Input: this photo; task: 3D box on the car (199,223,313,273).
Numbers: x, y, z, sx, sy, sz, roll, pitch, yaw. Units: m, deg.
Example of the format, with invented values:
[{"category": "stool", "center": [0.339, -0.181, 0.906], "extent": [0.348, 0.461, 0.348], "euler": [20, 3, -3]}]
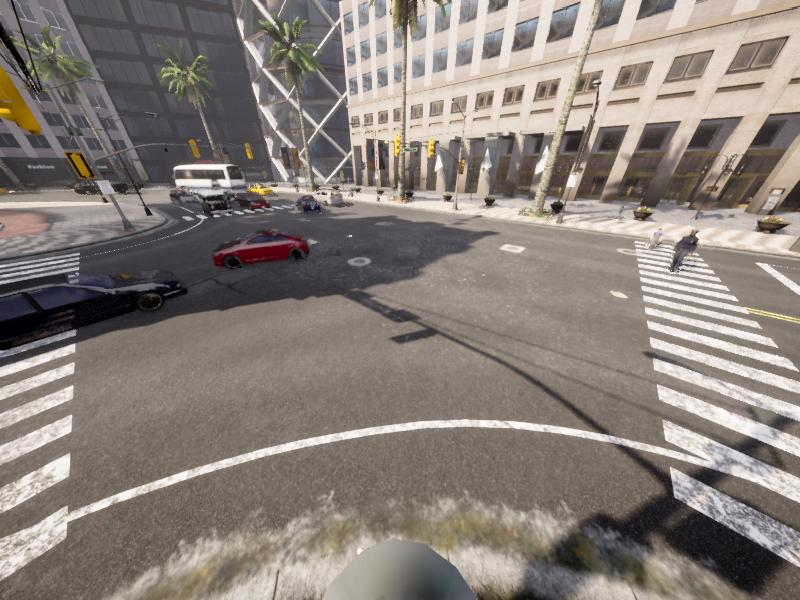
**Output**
[{"category": "car", "center": [-6.656, -2.666, 11.255], "extent": [4.181, 1.385, 1.994], "euler": [-12, 32, -21]}]

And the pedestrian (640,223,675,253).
[{"category": "pedestrian", "center": [13.805, -3.342, 12.445], "extent": [0.751, 1.300, 0.751], "euler": [22, 36, 33]}]

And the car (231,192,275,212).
[{"category": "car", "center": [-16.155, -10.830, 25.282], "extent": [4.792, 1.488, 2.163], "euler": [22, 37, 33]}]

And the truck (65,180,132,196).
[{"category": "truck", "center": [-49.020, -18.402, 37.780], "extent": [6.274, 2.098, 2.390], "euler": [-4, 30, -7]}]

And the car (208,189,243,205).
[{"category": "car", "center": [-22.203, -13.171, 29.342], "extent": [3.806, 1.475, 1.970], "euler": [19, 35, 30]}]

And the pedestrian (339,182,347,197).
[{"category": "pedestrian", "center": [-8.234, -15.896, 33.325], "extent": [0.751, 1.860, 0.751], "euler": [-21, 36, -32]}]

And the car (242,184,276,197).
[{"category": "car", "center": [-22.625, -17.605, 36.917], "extent": [5.366, 1.575, 1.801], "euler": [16, 34, 26]}]

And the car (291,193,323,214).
[{"category": "car", "center": [-9.570, -9.920, 23.656], "extent": [1.845, 1.501, 3.633], "euler": [-19, 35, -30]}]

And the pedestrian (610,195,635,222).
[{"category": "pedestrian", "center": [17.718, -7.284, 18.409], "extent": [0.751, 1.860, 0.751], "euler": [-23, 37, -34]}]

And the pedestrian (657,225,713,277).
[{"category": "pedestrian", "center": [11.804, -2.031, 9.615], "extent": [0.751, 1.860, 0.751], "euler": [-23, 37, -34]}]

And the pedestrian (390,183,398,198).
[{"category": "pedestrian", "center": [-0.791, -15.165, 32.059], "extent": [0.751, 1.860, 0.751], "euler": [25, 38, 36]}]

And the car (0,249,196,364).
[{"category": "car", "center": [-9.531, 0.139, 6.371], "extent": [2.033, 1.411, 5.357], "euler": [21, 36, 32]}]

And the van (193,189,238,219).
[{"category": "van", "center": [-17.582, -9.220, 21.939], "extent": [4.480, 2.038, 2.069], "euler": [26, 38, 38]}]

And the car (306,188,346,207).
[{"category": "car", "center": [-8.966, -12.512, 28.005], "extent": [4.611, 1.667, 2.242], "euler": [23, 37, 34]}]

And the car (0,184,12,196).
[{"category": "car", "center": [-65.661, -16.940, 35.765], "extent": [5.366, 1.575, 1.801], "euler": [-15, 33, -25]}]

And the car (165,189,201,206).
[{"category": "car", "center": [-26.668, -12.651, 28.389], "extent": [3.633, 1.501, 1.845], "euler": [17, 34, 27]}]

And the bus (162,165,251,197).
[{"category": "bus", "center": [-30.388, -19.049, 36.747], "extent": [10.273, 4.253, 3.944], "euler": [5, 30, 8]}]
